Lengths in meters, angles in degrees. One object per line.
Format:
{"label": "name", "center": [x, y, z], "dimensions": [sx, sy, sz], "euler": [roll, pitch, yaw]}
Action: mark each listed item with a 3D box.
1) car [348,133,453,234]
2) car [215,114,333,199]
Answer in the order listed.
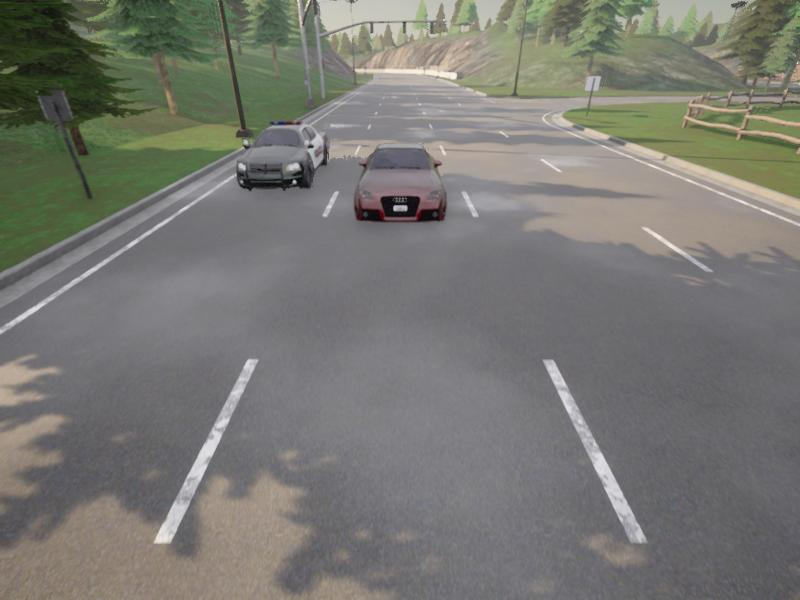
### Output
{"label": "car", "center": [0.008, -3.028, 9.771], "dimensions": [1.994, 1.385, 4.181], "euler": [0, 30, 0]}
{"label": "car", "center": [-3.491, -4.595, 12.275], "dimensions": [2.038, 1.542, 4.974], "euler": [0, 31, 0]}
